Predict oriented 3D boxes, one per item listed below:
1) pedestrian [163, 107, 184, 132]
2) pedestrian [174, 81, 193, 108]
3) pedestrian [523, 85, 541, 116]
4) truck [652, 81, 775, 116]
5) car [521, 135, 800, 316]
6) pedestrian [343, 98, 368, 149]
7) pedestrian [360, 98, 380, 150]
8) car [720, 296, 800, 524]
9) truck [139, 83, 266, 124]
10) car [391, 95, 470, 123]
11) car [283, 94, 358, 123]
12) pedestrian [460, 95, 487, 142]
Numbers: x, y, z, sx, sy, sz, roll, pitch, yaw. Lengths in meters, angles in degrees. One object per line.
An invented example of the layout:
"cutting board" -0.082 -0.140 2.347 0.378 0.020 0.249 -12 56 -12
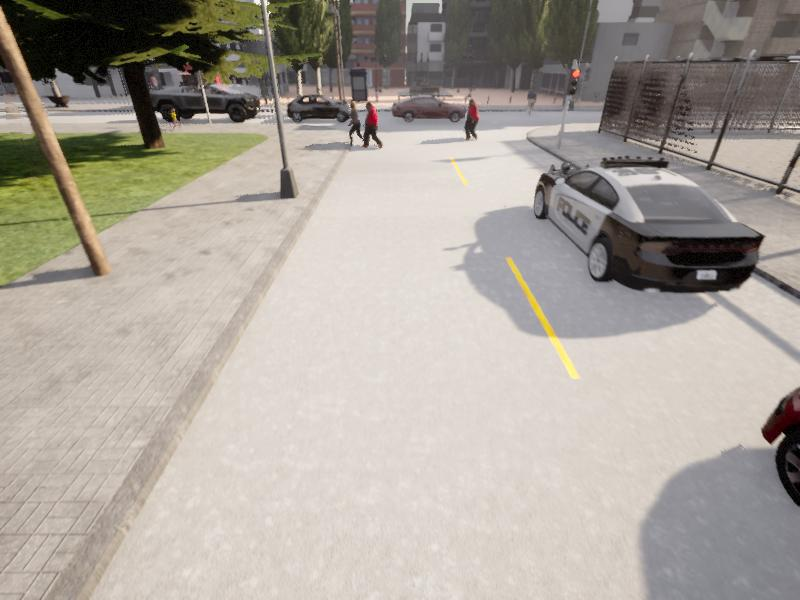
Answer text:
"pedestrian" -11.489 -9.171 20.307 0.500 1.100 0.500 -1 30 -2
"pedestrian" -17.100 -16.258 31.656 0.751 1.860 0.751 -7 31 -13
"pedestrian" 9.050 -13.702 27.508 0.751 1.860 0.751 3 31 6
"truck" 21.958 -14.288 28.326 6.274 2.098 2.390 0 30 0
"car" 4.069 -1.818 7.475 1.930 1.638 5.238 0 30 -1
"pedestrian" -1.842 -7.343 16.643 0.751 1.860 0.751 -9 32 -15
"pedestrian" -1.211 -7.209 16.415 0.751 1.860 0.751 -1 30 -2
"car" 4.004 1.580 1.706 1.851 1.617 3.988 0 30 0
"truck" -11.991 -12.217 24.775 6.274 2.098 2.390 0 30 0
"car" 1.819 -11.950 24.972 4.674 1.442 1.812 0 30 0
"car" -4.847 -11.915 24.879 4.193 1.474 1.816 1 30 2
"pedestrian" 3.311 -8.239 18.175 0.751 1.860 0.751 -15 33 -24
